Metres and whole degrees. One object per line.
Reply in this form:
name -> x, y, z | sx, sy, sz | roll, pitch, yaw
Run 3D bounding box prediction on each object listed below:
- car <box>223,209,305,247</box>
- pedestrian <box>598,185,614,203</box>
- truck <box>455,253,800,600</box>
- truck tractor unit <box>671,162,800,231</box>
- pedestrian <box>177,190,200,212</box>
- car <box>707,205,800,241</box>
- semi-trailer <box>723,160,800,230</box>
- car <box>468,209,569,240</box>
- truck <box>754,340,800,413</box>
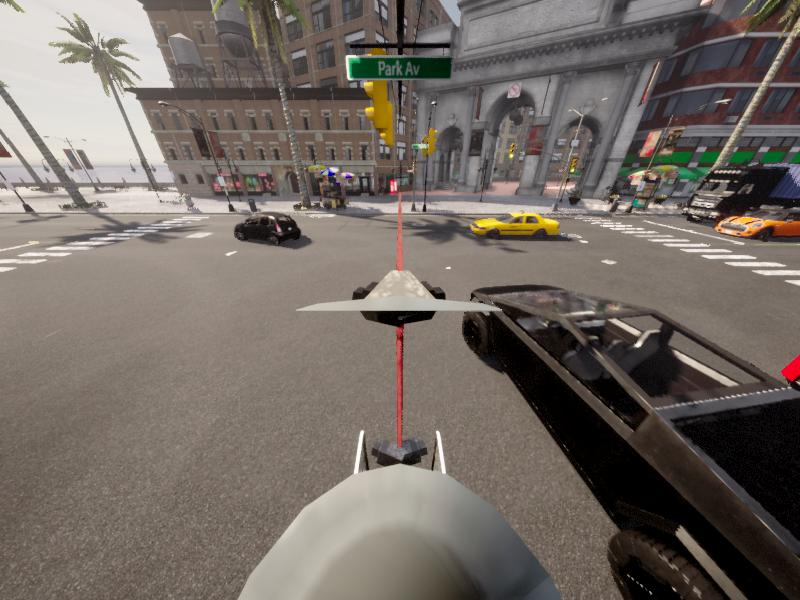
car -> -8.238, -4.483, 14.163 | 3.988, 1.617, 1.851 | 10, 31, 17
pedestrian -> 25.009, -12.828, 28.029 | 0.751, 1.860, 0.751 | 15, 33, 24
truck -> 3.220, 1.344, 3.575 | 2.390, 2.098, 6.274 | -4, 30, -8
truck tractor unit -> 26.126, -7.661, 17.046 | 6.516, 4.208, 3.053 | 1, 30, 2
pedestrian -> -20.676, -9.720, 22.627 | 0.751, 1.860, 0.751 | 7, 31, 12
car -> 23.735, -4.946, 14.779 | 4.553, 1.767, 2.097 | 0, 30, 1
semi-trailer -> 34.032, -7.596, 16.744 | 14.254, 4.402, 2.717 | 1, 30, 2
car -> 7.442, -4.948, 14.993 | 5.366, 1.575, 1.801 | 0, 30, 1
truck -> 8.272, 2.304, 0.189 | 2.891, 3.827, 8.468 | 5, 30, 9
